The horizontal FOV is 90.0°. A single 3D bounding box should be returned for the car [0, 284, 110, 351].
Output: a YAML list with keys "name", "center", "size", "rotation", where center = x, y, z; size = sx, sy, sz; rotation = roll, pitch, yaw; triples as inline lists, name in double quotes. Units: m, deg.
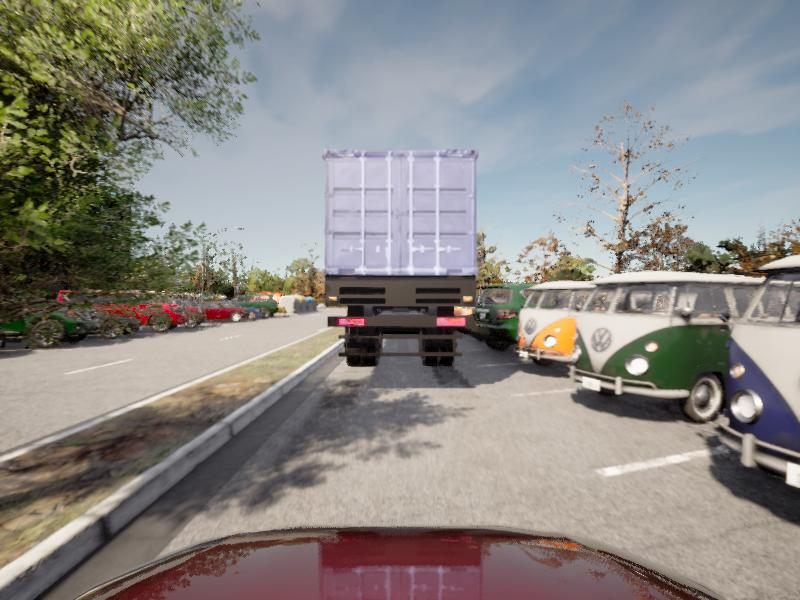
- name: "car"
  center: [-13.326, 0.558, 13.246]
  size: [5.566, 2.045, 2.435]
  rotation: [-1, 0, -20]

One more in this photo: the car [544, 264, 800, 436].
- name: "car"
  center: [4.724, 0.602, 6.262]
  size: [4.442, 1.987, 1.878]
  rotation: [1, 0, -20]

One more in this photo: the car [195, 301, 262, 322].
- name: "car"
  center: [-13.274, 0.851, 31.300]
  size: [4.674, 1.452, 2.002]
  rotation: [-1, 0, -20]

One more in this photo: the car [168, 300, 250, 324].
- name: "car"
  center: [-13.295, 0.814, 28.275]
  size: [5.008, 1.535, 2.097]
  rotation: [-1, 0, -20]

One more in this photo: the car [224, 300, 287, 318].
- name: "car"
  center: [-13.414, 0.789, 37.276]
  size: [5.366, 1.575, 1.946]
  rotation: [-1, 1, -20]

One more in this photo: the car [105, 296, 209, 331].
- name: "car"
  center: [-13.292, 0.686, 22.256]
  size: [4.553, 1.767, 2.185]
  rotation: [-1, 0, -20]

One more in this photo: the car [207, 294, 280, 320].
- name: "car"
  center: [-13.284, 0.553, 34.300]
  size: [5.566, 2.045, 2.435]
  rotation: [-1, 0, -20]

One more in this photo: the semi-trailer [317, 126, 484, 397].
- name: "semi-trailer"
  center: [0.015, -0.618, 13.625]
  size: [2.717, 4.402, 14.254]
  rotation: [0, 0, 0]

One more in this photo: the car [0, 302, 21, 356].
- name: "car"
  center: [-13.326, 0.838, 10.238]
  size: [4.792, 1.488, 2.163]
  rotation: [-1, 0, -20]

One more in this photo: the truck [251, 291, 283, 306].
- name: "truck"
  center: [-25.734, -0.267, 77.684]
  size: [5.204, 2.467, 2.627]
  rotation: [4, -2, 1]

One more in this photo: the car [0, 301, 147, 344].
- name: "car"
  center: [-13.315, 0.840, 16.250]
  size: [4.792, 1.488, 2.163]
  rotation: [-1, 0, -20]

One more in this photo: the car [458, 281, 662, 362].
- name: "car"
  center: [4.864, 0.579, 12.269]
  size: [5.566, 2.045, 2.435]
  rotation: [1, 0, -20]

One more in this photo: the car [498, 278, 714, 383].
- name: "car"
  center: [4.725, 0.603, 9.239]
  size: [4.442, 1.987, 1.878]
  rotation: [1, 0, -20]

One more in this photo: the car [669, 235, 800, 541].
- name: "car"
  center: [4.722, 0.602, 3.283]
  size: [4.442, 1.987, 1.878]
  rotation: [1, 0, -20]

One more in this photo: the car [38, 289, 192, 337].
- name: "car"
  center: [-13.313, 0.560, 19.260]
  size: [5.566, 2.045, 2.435]
  rotation: [-1, 0, -20]

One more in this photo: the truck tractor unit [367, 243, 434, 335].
- name: "truck tractor unit"
  center: [0.018, -0.522, 21.540]
  size: [3.053, 4.208, 6.516]
  rotation: [0, 0, 0]
